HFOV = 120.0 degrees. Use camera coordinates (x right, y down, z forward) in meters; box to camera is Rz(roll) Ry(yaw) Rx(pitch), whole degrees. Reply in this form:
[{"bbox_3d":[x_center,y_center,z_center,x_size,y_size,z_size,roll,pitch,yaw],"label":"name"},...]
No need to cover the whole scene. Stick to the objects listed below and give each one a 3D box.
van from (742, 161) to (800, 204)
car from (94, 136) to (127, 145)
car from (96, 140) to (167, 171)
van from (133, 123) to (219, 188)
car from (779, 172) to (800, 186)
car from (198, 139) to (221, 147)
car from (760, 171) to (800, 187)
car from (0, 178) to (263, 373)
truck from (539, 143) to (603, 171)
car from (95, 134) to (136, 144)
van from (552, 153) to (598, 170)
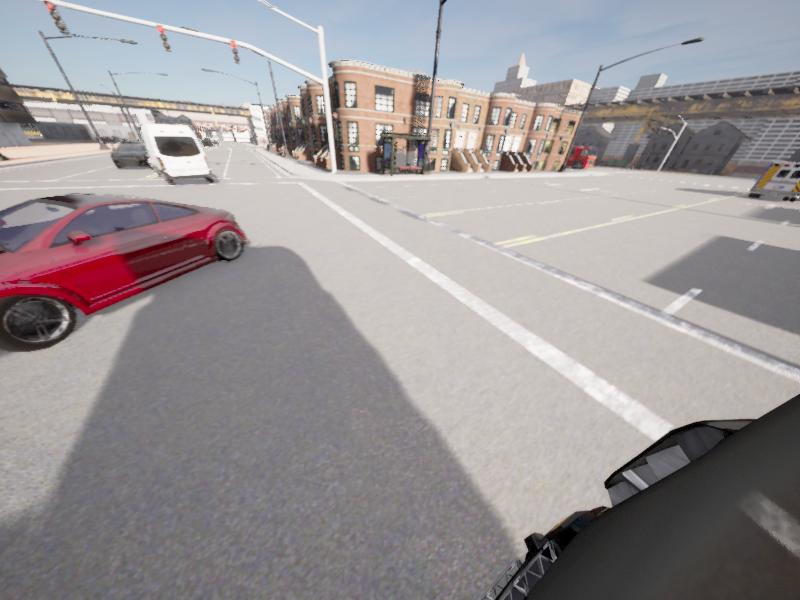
[{"bbox_3d":[29.687,-9.076,17.659,6.366,2.431,2.351,-16,38,-26],"label":"van"},{"bbox_3d":[-61.692,-34.102,49.324,3.806,1.475,1.970,-18,39,-27],"label":"car"},{"bbox_3d":[-19.690,-10.878,17.271,1.930,1.638,5.238,-16,38,-26],"label":"car"},{"bbox_3d":[-12.650,-8.177,12.949,5.915,2.561,1.988,30,44,35],"label":"van"},{"bbox_3d":[56.392,-16.279,31.368,1.837,1.490,4.892,-16,38,-26],"label":"car"},{"bbox_3d":[-49.955,-41.212,60.595,4.902,1.511,2.128,16,36,19],"label":"car"},{"bbox_3d":[52.398,-16.402,31.192,1.789,1.549,3.705,-16,38,-26],"label":"car"},{"bbox_3d":[-4.753,-0.840,3.605,1.994,1.385,4.181,11,34,12],"label":"car"},{"bbox_3d":[31.349,-26.697,42.968,2.891,3.827,8.468,-16,38,-26],"label":"truck"},{"bbox_3d":[-63.464,-35.941,51.721,5.238,1.638,1.930,-18,39,-27],"label":"car"},{"bbox_3d":[34.120,-27.268,45.300,2.351,2.431,6.366,-16,38,-25],"label":"van"}]
